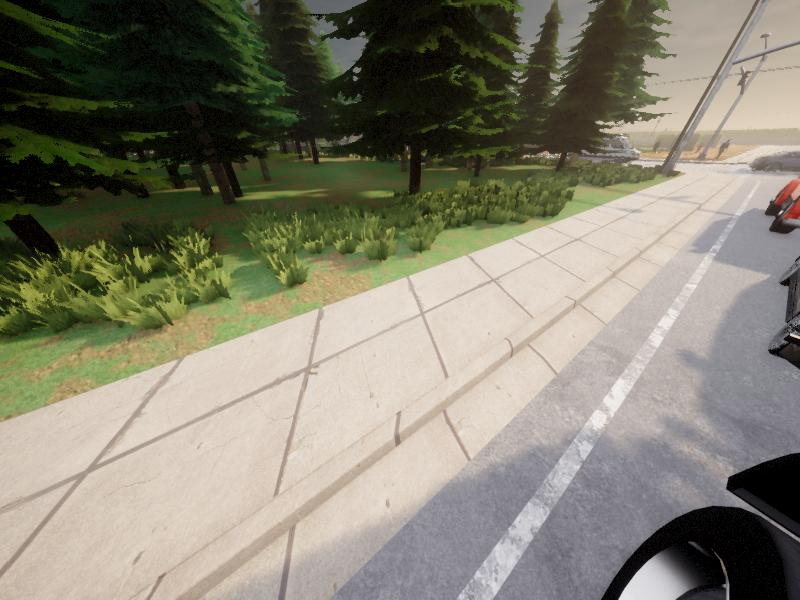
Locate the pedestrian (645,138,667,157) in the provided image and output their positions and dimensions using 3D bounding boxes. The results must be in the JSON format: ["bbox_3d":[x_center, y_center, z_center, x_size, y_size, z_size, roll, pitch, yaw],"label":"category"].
[{"bbox_3d":[30.970,-18.452,27.980,0.751,1.860,0.751,-2,35,-3],"label":"pedestrian"}]

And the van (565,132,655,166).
[{"bbox_3d":[20.853,-15.379,23.446,1.988,2.561,5.915,-22,41,-28],"label":"van"}]

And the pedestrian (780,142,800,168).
[{"bbox_3d":[33.661,-12.301,19.502,0.751,1.860,0.751,-28,44,-34],"label":"pedestrian"}]

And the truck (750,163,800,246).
[{"bbox_3d":[12.430,-3.014,5.962,5.204,2.467,2.627,-23,41,-28],"label":"truck"}]

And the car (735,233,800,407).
[{"bbox_3d":[6.439,-0.040,2.634,4.902,1.511,2.128,-22,41,-28],"label":"car"}]

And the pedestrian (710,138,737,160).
[{"bbox_3d":[33.563,-15.659,24.001,0.751,1.860,0.751,22,41,28],"label":"pedestrian"}]

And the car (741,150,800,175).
[{"bbox_3d":[28.660,-9.879,16.580,4.181,1.385,1.994,20,40,26],"label":"car"}]

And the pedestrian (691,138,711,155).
[{"bbox_3d":[40.008,-20.434,30.732,0.751,1.860,0.751,21,41,28],"label":"pedestrian"}]
